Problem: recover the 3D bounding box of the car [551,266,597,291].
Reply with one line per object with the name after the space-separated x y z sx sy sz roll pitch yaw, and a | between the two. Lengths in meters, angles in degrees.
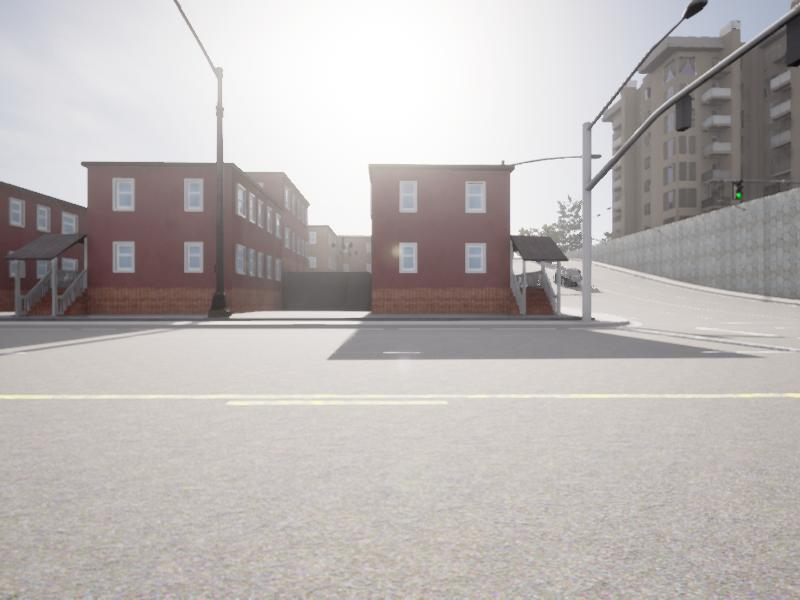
16.011 -2.100 37.165 2.033 1.649 4.856 0 11 0 | car
